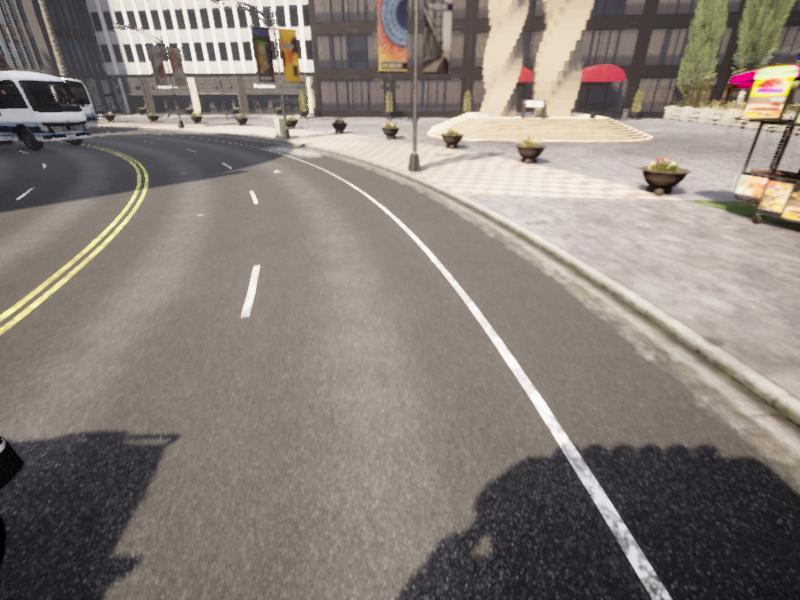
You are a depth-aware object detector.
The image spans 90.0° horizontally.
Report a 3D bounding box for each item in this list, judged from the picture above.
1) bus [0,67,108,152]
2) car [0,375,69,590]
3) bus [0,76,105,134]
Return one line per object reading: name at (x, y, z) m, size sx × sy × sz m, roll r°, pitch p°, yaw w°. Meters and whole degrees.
bus at (-24.929, -11.819, 25.012) m, size 10.273 × 4.253 × 3.944 m, roll 5°, pitch 27°, yaw 11°
car at (-3.595, 1.918, 0.848) m, size 1.932 × 1.855 × 4.605 m, roll -2°, pitch 27°, yaw -4°
bus at (-32.713, -17.176, 35.419) m, size 10.273 × 4.253 × 3.944 m, roll 6°, pitch 26°, yaw 12°
